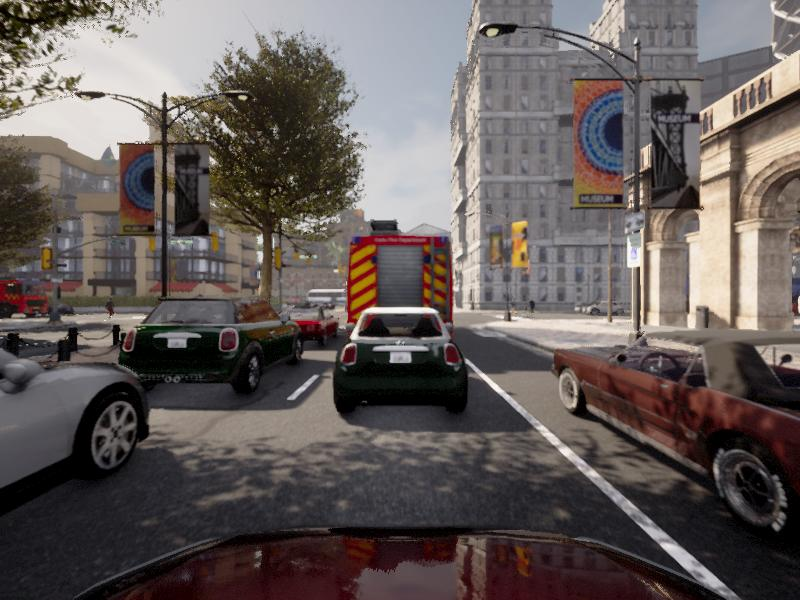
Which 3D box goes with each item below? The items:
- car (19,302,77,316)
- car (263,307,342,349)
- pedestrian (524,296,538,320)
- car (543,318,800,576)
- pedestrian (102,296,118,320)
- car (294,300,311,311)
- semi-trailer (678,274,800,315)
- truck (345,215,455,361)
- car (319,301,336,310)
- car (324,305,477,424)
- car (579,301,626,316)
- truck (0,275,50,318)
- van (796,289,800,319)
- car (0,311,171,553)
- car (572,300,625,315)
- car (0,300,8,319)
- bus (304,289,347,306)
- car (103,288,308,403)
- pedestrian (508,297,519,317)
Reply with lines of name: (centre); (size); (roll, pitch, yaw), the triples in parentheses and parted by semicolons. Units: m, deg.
car: (-35.838, 0.919, 40.775); (4.181, 1.385, 1.994); (0, 0, 0)
car: (-3.506, 0.948, 15.329); (1.895, 1.301, 4.718); (0, 0, 0)
pedestrian: (10.322, 0.646, 31.591); (0.751, 1.860, 0.751); (0, 0, -9)
car: (3.248, 0.940, 4.075); (1.895, 1.301, 4.718); (0, 0, 0)
pedestrian: (-23.092, 0.646, 31.896); (0.751, 1.860, 0.751); (0, 0, 1)
car: (-15.026, 0.832, 61.985); (1.789, 1.549, 3.705); (0, 0, 0)
semi-trailer: (39.118, -0.605, 44.665); (14.254, 4.402, 2.717); (0, 0, 0)
truck: (-0.001, -0.317, 14.735); (2.891, 3.827, 8.468); (0, 0, 0)
car: (-11.527, 0.871, 63.920); (1.970, 1.475, 3.806); (0, 0, 0)
car: (-0.001, 0.855, 7.063); (1.970, 1.475, 3.806); (0, 0, 0)
car: (20.737, 0.865, 41.114); (3.806, 1.475, 1.970); (0, 0, 0)
truck: (-38.081, -0.310, 37.257); (8.468, 3.827, 2.891); (0, 0, 0)
van: (37.739, 0.332, 34.118); (5.915, 2.561, 1.988); (0, 0, 0)
car: (-3.502, 0.854, 2.481); (1.970, 1.475, 3.806); (0, 0, 0)
car: (22.083, 0.792, 44.620); (4.856, 1.649, 2.033); (0, 0, 0)
car: (-36.713, 0.780, 33.768); (5.238, 1.638, 1.930); (0, 0, -1)
bus: (-19.012, -0.510, 102.510); (10.273, 4.253, 3.944); (0, 0, 5)
car: (-3.503, 0.697, 8.409); (2.097, 1.767, 4.553); (0, 0, 0)
pedestrian: (10.441, 0.648, 36.747); (0.751, 1.860, 0.751); (0, 0, -4)
